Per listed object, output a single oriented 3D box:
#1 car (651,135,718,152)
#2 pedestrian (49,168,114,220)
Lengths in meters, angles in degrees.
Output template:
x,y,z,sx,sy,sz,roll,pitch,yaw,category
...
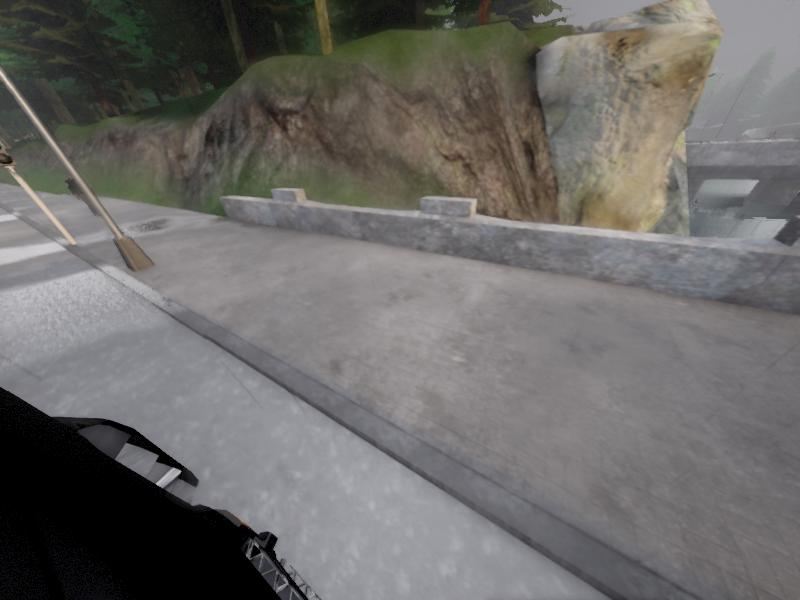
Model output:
x,y,z,sx,sy,sz,roll,pitch,yaw,category
38.461,-21.329,31.455,5.238,1.638,1.930,16,38,26,car
-13.376,-4.482,9.762,0.751,1.860,0.751,17,39,27,pedestrian
